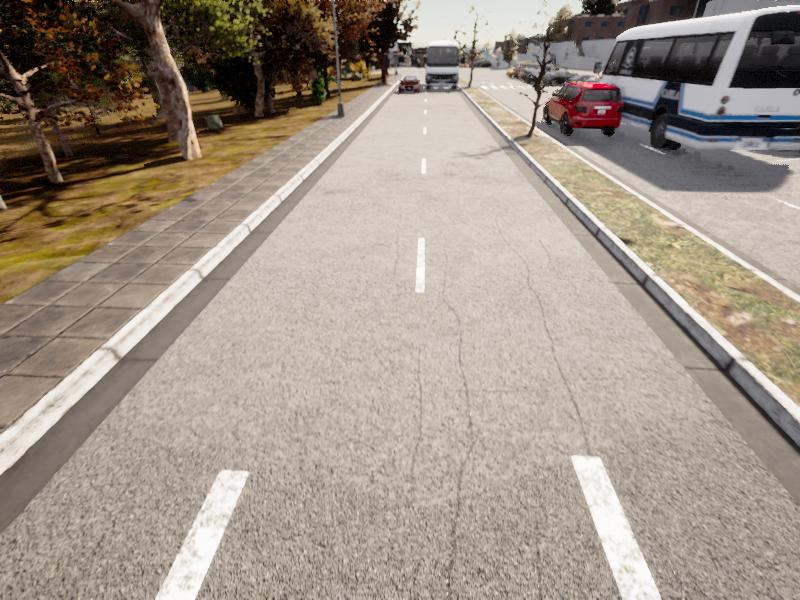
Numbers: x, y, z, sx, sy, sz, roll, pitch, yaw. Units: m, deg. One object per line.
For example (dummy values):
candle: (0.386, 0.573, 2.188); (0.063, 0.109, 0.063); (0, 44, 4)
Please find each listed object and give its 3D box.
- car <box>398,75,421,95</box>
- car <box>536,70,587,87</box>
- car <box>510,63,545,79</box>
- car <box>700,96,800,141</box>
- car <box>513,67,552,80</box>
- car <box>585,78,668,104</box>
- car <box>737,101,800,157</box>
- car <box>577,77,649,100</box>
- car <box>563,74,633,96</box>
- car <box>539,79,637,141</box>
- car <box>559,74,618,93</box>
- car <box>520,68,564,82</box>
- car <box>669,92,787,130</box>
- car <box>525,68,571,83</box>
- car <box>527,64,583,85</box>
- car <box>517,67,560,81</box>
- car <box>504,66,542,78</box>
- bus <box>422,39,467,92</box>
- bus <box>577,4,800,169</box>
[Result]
car: (0.933, -19.959, 37.116); (1.994, 1.385, 4.181); (2, 32, 3)
car: (18.458, -25.394, 45.785); (4.892, 1.521, 2.231); (-8, 33, -15)
car: (19.386, -34.890, 60.879); (4.442, 1.987, 1.878); (-8, 33, -15)
car: (16.556, -8.186, 17.929); (4.792, 1.488, 2.163); (-8, 32, -15)
car: (19.347, -33.145, 58.512); (4.792, 1.488, 2.163); (-8, 32, -15)
car: (17.225, -15.990, 30.538); (5.366, 1.575, 1.946); (-8, 33, -14)
car: (16.179, -6.630, 15.302); (5.366, 1.575, 1.946); (-8, 33, -15)
car: (17.603, -17.563, 33.145); (4.792, 1.488, 2.163); (-8, 33, -14)
car: (17.574, -19.126, 35.601); (5.366, 1.575, 1.946); (-8, 33, -14)
car: (8.512, -9.108, 18.874); (2.150, 2.045, 5.566); (2, 32, 3)
car: (17.921, -20.682, 38.206); (4.674, 1.452, 2.002); (-8, 33, -14)
car: (18.965, -30.062, 53.406); (4.892, 1.521, 2.231); (-8, 32, -15)
car: (16.699, -9.728, 20.465); (4.674, 1.452, 2.002); (-8, 32, -14)
car: (18.803, -28.508, 50.862); (5.008, 1.535, 2.097); (-8, 33, -15)
car: (18.652, -27.176, 48.205); (5.566, 2.045, 2.435); (-8, 32, -15)
car: (19.323, -31.644, 55.992); (5.366, 1.575, 1.946); (-8, 32, -15)
car: (19.493, -36.241, 63.520); (5.366, 1.575, 1.946); (-8, 33, -15)
bus: (4.432, -24.549, 41.811); (3.944, 4.253, 10.273); (2, 32, 3)
bus: (11.253, -8.695, 16.074); (3.944, 4.253, 10.273); (2, 31, 3)
